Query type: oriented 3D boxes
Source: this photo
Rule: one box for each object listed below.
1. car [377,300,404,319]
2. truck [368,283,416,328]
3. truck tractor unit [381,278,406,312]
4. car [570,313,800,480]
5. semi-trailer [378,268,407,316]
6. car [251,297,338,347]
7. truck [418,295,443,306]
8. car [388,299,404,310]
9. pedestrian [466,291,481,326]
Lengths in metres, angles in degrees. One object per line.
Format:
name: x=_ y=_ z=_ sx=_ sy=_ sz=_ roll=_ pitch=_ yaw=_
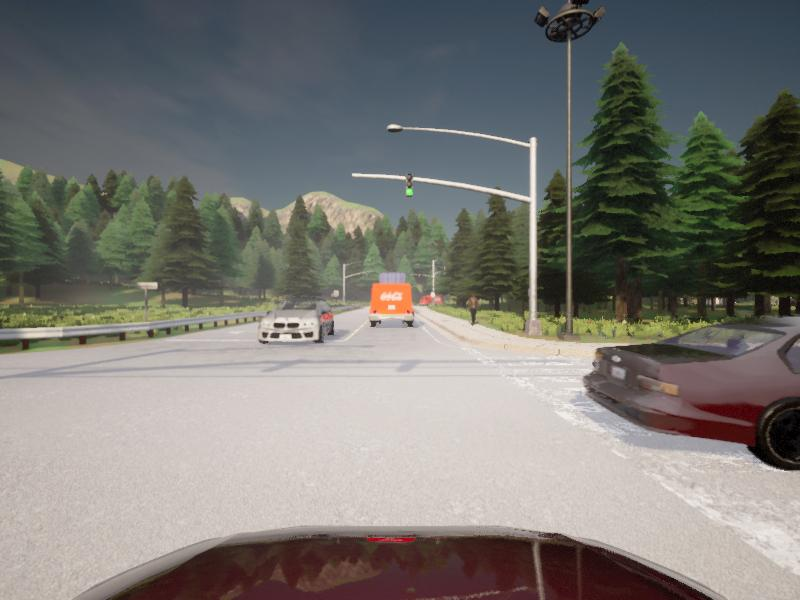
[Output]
car: x=-0.760 y=0.772 z=34.771 sx=2.128 sy=1.511 sz=4.902 roll=0 pitch=0 yaw=0
truck: x=-0.508 y=0.297 z=24.538 sx=2.627 sy=2.467 sz=5.204 roll=0 pitch=0 yaw=-1
truck tractor unit: x=-0.698 y=-0.616 z=52.127 sx=3.053 sy=4.208 sz=6.516 roll=0 pitch=0 yaw=1
car: x=5.019 y=0.898 z=4.488 sx=5.357 sy=1.411 sz=2.033 roll=0 pitch=0 yaw=3
semi-trailer: x=-0.711 y=-0.719 z=44.208 sx=2.717 sy=4.402 sz=14.254 roll=0 pitch=0 yaw=0
car: x=-3.836 y=0.721 z=15.525 sx=2.242 sy=1.667 sz=4.611 roll=0 pitch=0 yaw=-1
truck: x=6.845 y=0.154 z=90.055 sx=5.204 sy=2.467 sz=2.627 roll=0 pitch=0 yaw=-38
car: x=-0.555 y=0.621 z=60.537 sx=2.242 sy=1.667 sz=4.611 roll=0 pitch=0 yaw=1
pedestrian: x=3.928 y=0.432 z=21.518 sx=0.751 sy=1.860 sz=0.751 roll=0 pitch=0 yaw=7
